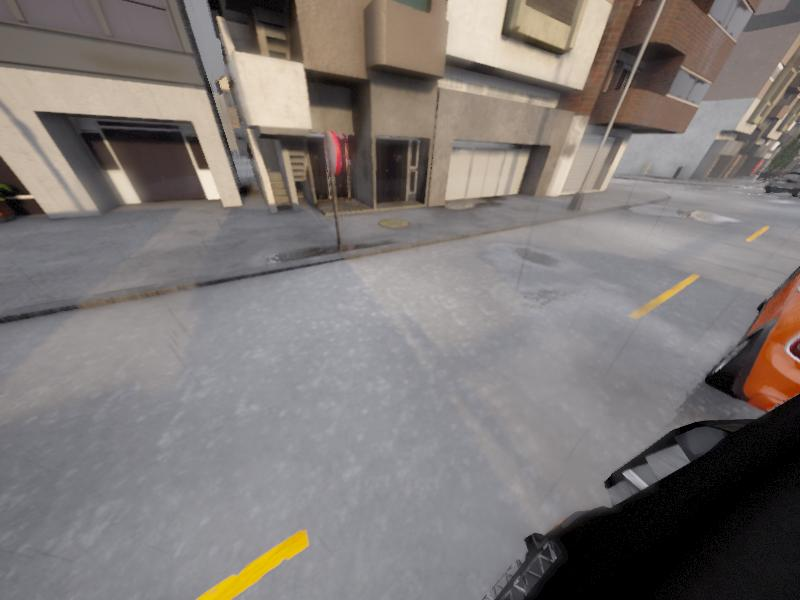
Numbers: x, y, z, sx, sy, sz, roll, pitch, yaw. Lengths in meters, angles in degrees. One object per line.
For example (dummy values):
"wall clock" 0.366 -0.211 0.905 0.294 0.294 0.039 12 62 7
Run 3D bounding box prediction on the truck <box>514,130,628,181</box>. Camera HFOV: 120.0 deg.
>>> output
"truck" 16.996 -15.132 24.098 2.891 3.827 8.468 -16 38 -26

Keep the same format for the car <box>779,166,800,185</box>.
"car" 46.431 -14.248 26.474 4.553 1.767 2.097 -16 38 -26

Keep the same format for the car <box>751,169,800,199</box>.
"car" 29.813 -8.252 16.611 4.856 1.649 2.033 5 35 4

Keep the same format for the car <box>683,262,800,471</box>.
"car" 5.500 0.282 2.172 4.553 1.767 2.097 -16 38 -26
